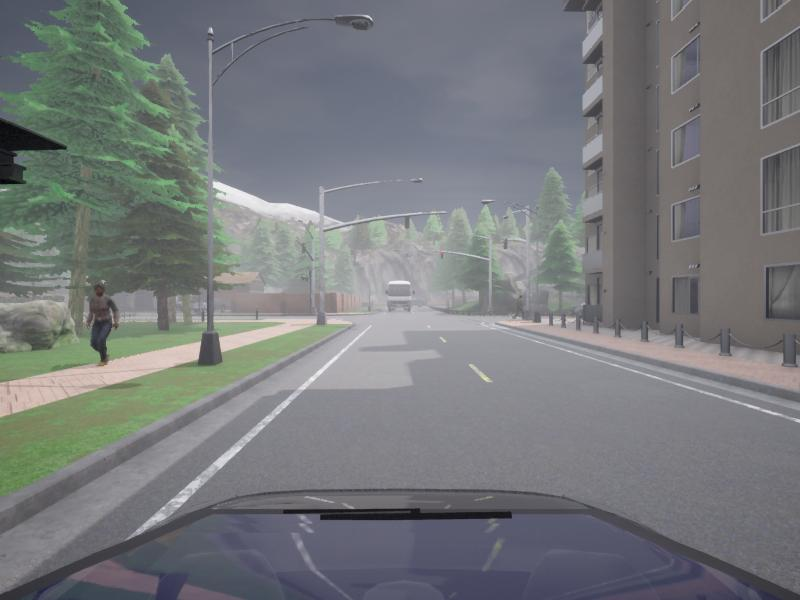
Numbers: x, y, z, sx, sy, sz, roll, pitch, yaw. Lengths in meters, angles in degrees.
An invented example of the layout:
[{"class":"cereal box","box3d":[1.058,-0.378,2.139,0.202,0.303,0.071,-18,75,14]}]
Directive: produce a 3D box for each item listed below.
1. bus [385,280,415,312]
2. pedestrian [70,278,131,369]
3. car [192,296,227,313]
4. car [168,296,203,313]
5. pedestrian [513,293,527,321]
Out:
[{"class":"bus","box3d":[0.035,-0.534,57.845,3.944,4.253,10.273,0,0,0]},{"class":"pedestrian","box3d":[-6.384,0.485,8.569,0.751,1.860,0.751,0,0,-3]},{"class":"car","box3d":[-21.587,0.503,45.523,1.932,1.855,4.605,0,0,-1]},{"class":"car","box3d":[-24.091,0.505,45.073,1.905,1.878,3.866,0,0,-1]},{"class":"pedestrian","box3d":[8.066,0.485,26.919,0.751,1.860,0.751,0,0,-2]}]
